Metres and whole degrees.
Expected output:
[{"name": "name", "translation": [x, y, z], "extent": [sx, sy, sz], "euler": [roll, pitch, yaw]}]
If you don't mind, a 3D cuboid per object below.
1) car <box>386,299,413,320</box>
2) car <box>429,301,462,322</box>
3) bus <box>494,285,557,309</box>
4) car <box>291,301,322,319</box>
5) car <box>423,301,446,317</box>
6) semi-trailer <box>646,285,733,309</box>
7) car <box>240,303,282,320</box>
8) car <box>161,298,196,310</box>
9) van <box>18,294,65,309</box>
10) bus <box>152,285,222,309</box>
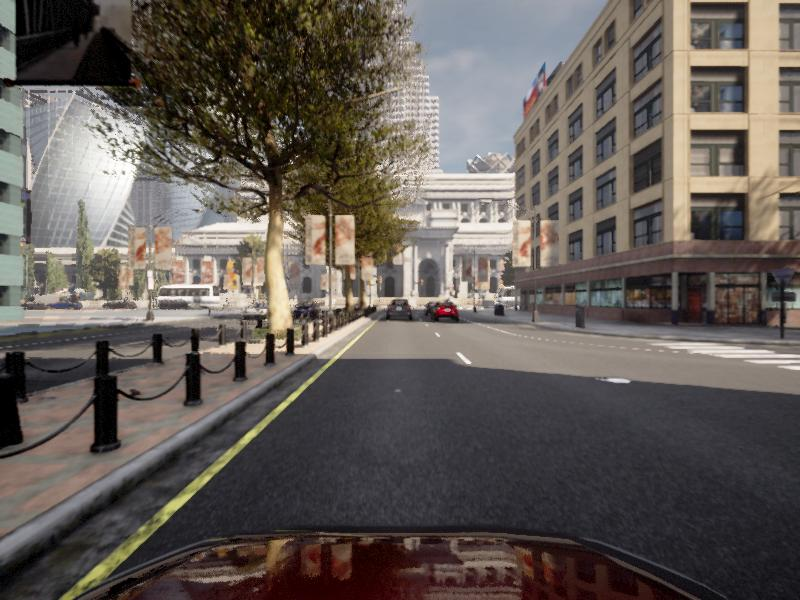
[{"name": "car", "translation": [-0.063, 0.762, 34.801], "extent": [2.242, 1.667, 4.611], "euler": [0, 0, 0]}, {"name": "car", "translation": [3.446, 0.835, 31.097], "extent": [2.007, 1.525, 4.514], "euler": [0, 0, 0]}, {"name": "bus", "translation": [23.118, -0.521, 74.163], "extent": [10.273, 4.253, 3.944], "euler": [0, 0, 0]}, {"name": "car", "translation": [-8.062, 0.834, 34.772], "extent": [1.845, 1.501, 3.633], "euler": [0, 0, 0]}, {"name": "car", "translation": [3.383, 0.878, 39.921], "extent": [1.812, 1.442, 4.674], "euler": [0, 0, 0]}, {"name": "semi-trailer", "translation": [54.111, -0.605, 74.924], "extent": [14.254, 4.402, 2.717], "euler": [0, 0, 0]}, {"name": "car", "translation": [-11.560, 0.949, 33.572], "extent": [1.895, 1.301, 4.718], "euler": [0, 0, 0]}, {"name": "car", "translation": [-35.324, 0.666, 63.900], "extent": [4.605, 1.855, 1.932], "euler": [0, 0, 0]}, {"name": "van", "translation": [-64.003, 0.315, 71.485], "extent": [5.915, 2.561, 1.988], "euler": [0, 0, -21]}, {"name": "bus", "translation": [-37.552, -0.524, 70.778], "extent": [10.273, 4.253, 3.944], "euler": [0, 0, 0]}]
